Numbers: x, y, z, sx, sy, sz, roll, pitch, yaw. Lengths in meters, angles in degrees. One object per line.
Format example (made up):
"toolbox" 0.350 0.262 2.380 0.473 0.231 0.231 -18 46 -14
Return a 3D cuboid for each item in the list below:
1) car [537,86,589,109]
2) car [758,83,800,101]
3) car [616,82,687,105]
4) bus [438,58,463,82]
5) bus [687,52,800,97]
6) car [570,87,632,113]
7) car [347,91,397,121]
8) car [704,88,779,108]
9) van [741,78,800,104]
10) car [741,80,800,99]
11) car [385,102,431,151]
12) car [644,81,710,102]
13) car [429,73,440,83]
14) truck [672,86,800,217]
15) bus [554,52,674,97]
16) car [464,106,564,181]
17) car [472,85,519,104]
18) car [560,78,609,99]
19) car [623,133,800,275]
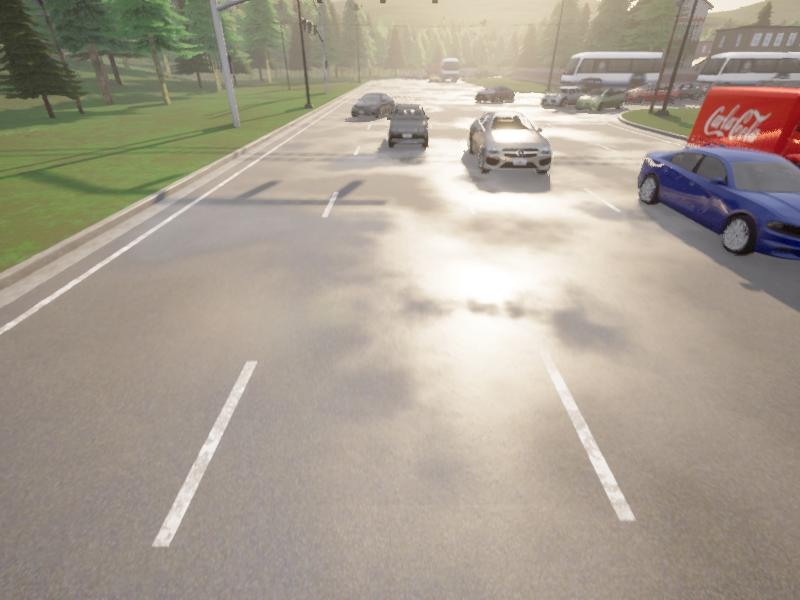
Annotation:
"car" 13.485 -16.781 33.106 3.806 1.475 1.970 -21 36 -31
"car" 38.771 -20.420 39.300 4.792 1.488 2.163 0 30 0
"car" 22.519 -18.593 36.002 4.611 1.667 2.242 -1 30 -2
"bus" 10.617 -49.093 85.416 3.944 4.253 10.273 0 30 1
"bus" 39.223 -25.217 44.735 10.273 4.253 3.944 0 30 0
"car" 15.339 -15.289 30.514 4.514 1.525 2.007 -20 36 -31
"car" -1.751 -13.167 26.983 1.812 1.442 4.674 9 32 15
"car" 28.227 -16.790 33.227 4.181 1.385 1.994 0 30 0
"van" 34.091 -18.852 36.123 4.442 1.987 1.775 -1 30 0
"car" 39.429 -22.237 42.209 4.611 1.667 2.242 0 30 1
"car" 0.381 -7.655 17.482 1.789 1.549 3.705 1 30 2
"car" 27.022 -20.460 39.180 4.611 1.667 2.242 0 30 0
"car" 6.984 -44.689 80.597 1.801 1.575 5.366 0 30 0
"truck" 10.609 -4.302 10.861 2.627 2.467 5.204 1 30 1
"bus" 23.340 -24.998 44.365 10.273 4.253 3.944 -1 30 -1
"car" 3.665 -5.640 13.980 2.152 1.651 5.027 1 30 1
"car" 8.963 -19.360 37.609 4.181 1.385 1.994 -23 37 -34
"car" 19.166 -22.088 41.739 3.866 1.878 1.905 -4 30 -7
"car" 7.045 -2.338 8.436 1.882 1.535 5.008 0 30 1
